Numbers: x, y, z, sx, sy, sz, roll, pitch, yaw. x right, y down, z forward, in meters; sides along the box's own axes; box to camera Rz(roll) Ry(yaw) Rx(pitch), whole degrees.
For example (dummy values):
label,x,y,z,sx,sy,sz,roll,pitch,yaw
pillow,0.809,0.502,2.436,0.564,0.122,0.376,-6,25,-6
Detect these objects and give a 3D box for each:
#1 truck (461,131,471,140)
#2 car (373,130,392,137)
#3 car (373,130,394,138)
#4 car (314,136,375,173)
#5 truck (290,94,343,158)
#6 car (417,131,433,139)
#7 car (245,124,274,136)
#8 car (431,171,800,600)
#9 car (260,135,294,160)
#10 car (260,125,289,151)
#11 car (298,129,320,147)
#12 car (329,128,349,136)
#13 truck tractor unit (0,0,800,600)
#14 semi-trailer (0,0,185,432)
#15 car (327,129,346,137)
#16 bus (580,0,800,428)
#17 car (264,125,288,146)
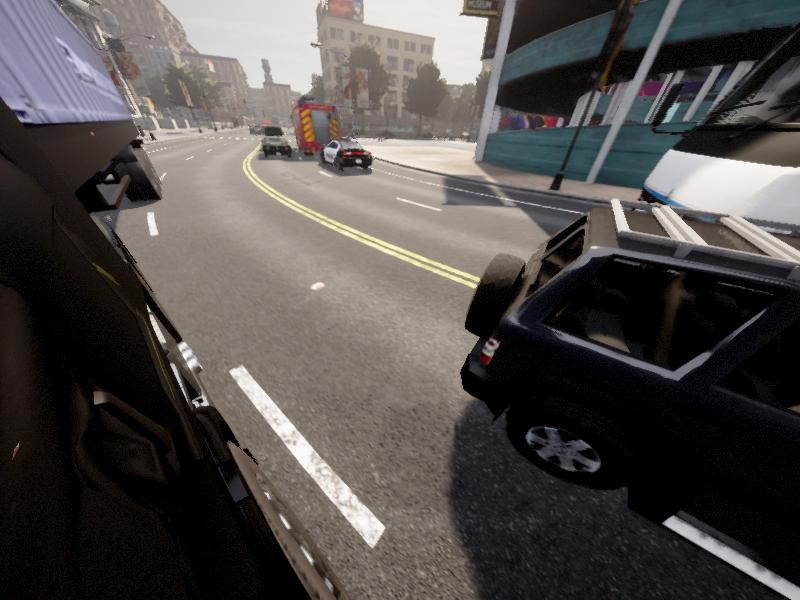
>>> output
label,x,y,z,sx,sy,sz,roll,pitch,yaw
truck,21.475,-53.288,74.852,2.390,2.098,6.274,12,38,11
car,-4.878,-45.657,63.409,4.892,1.490,1.837,-12,39,-19
car,-4.289,-43.532,60.580,4.902,1.511,2.128,-12,39,-19
car,-3.652,-9.412,14.777,2.038,1.542,4.974,-19,42,-27
truck,-7.685,-15.490,20.760,2.891,3.827,8.468,-13,39,-20
car,7.033,-45.955,64.483,3.988,1.617,1.851,-12,39,-19
car,-27.148,-33.058,44.905,2.242,1.667,4.611,9,37,9
car,2.777,0.668,1.364,4.605,1.855,1.932,24,42,26
car,-9.742,-12.106,18.202,1.895,1.301,4.718,-14,40,-21
car,-12.186,-15.895,22.634,1.905,1.878,3.866,-12,39,-19
car,-11.213,-19.824,28.233,1.801,1.575,5.366,-12,39,-19
car,-15.817,-43.600,59.914,4.514,1.525,2.007,-9,38,-15
truck tractor unit,-2.645,-0.295,0.351,6.516,4.208,3.053,28,44,30
semi-trailer,-7.927,-4.039,4.860,2.717,4.402,14.254,-25,45,-31
car,-15.583,-41.048,56.634,4.181,1.385,1.994,-13,39,-20
bus,8.186,-0.422,1.193,10.273,4.253,3.944,18,40,19
car,-14.407,-19.218,26.953,1.905,1.878,3.866,-12,39,-19
